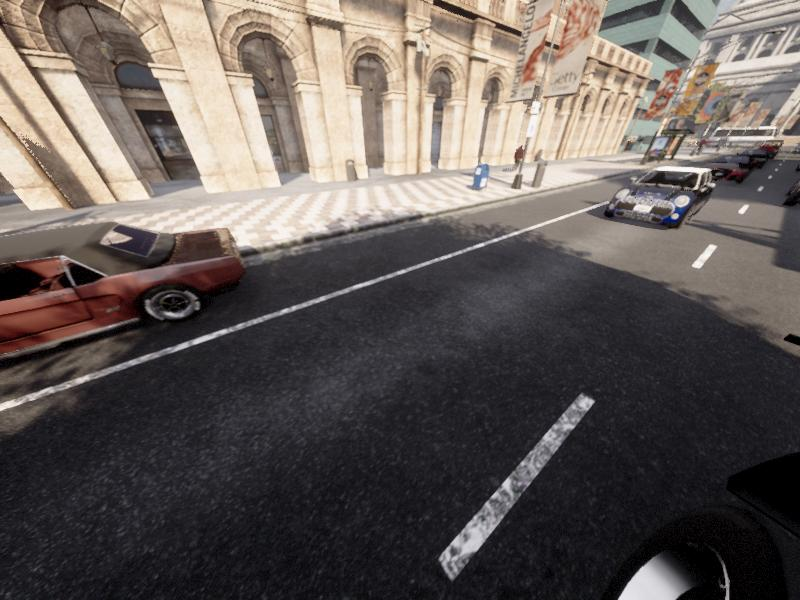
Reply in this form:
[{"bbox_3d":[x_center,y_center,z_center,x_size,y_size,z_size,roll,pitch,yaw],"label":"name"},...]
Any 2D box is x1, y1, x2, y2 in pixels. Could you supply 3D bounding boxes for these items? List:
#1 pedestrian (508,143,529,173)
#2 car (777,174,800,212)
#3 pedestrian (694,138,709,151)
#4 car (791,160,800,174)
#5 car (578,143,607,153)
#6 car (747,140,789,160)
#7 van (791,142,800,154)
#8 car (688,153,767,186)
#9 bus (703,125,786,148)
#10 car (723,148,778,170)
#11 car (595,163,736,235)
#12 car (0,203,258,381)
[{"bbox_3d":[8.858,-10.653,17.312,0.751,1.860,0.751,-25,42,-31],"label":"pedestrian"},{"bbox_3d":[16.986,-4.457,8.831,4.974,1.542,2.038,-22,40,-28],"label":"car"},{"bbox_3d":[55.036,-28.369,42.175,0.751,1.860,0.751,-19,39,-24],"label":"pedestrian"},{"bbox_3d":[31.918,-10.460,17.390,5.357,1.411,2.033,-22,40,-28],"label":"car"},{"bbox_3d":[34.986,-27.681,41.974,4.786,1.482,2.161,-22,40,-28],"label":"car"},{"bbox_3d":[44.740,-18.307,28.085,3.866,1.878,1.905,-22,40,-28],"label":"car"},{"bbox_3d":[63.090,-23.849,35.233,5.915,2.561,1.988,-26,42,-32],"label":"van"},{"bbox_3d":[20.052,-8.067,14.144,4.181,1.385,1.994,-22,40,-28],"label":"car"},{"bbox_3d":[84.100,-40.061,56.809,3.944,4.253,10.273,-22,40,-28],"label":"bus"},{"bbox_3d":[30.396,-12.262,20.039,4.181,1.385,1.994,-22,40,-28],"label":"car"},{"bbox_3d":[8.751,-3.526,7.665,3.806,1.475,1.970,-22,40,-28],"label":"car"},{"bbox_3d":[-4.932,-0.153,3.158,4.718,1.301,1.895,-22,40,-28],"label":"car"}]
